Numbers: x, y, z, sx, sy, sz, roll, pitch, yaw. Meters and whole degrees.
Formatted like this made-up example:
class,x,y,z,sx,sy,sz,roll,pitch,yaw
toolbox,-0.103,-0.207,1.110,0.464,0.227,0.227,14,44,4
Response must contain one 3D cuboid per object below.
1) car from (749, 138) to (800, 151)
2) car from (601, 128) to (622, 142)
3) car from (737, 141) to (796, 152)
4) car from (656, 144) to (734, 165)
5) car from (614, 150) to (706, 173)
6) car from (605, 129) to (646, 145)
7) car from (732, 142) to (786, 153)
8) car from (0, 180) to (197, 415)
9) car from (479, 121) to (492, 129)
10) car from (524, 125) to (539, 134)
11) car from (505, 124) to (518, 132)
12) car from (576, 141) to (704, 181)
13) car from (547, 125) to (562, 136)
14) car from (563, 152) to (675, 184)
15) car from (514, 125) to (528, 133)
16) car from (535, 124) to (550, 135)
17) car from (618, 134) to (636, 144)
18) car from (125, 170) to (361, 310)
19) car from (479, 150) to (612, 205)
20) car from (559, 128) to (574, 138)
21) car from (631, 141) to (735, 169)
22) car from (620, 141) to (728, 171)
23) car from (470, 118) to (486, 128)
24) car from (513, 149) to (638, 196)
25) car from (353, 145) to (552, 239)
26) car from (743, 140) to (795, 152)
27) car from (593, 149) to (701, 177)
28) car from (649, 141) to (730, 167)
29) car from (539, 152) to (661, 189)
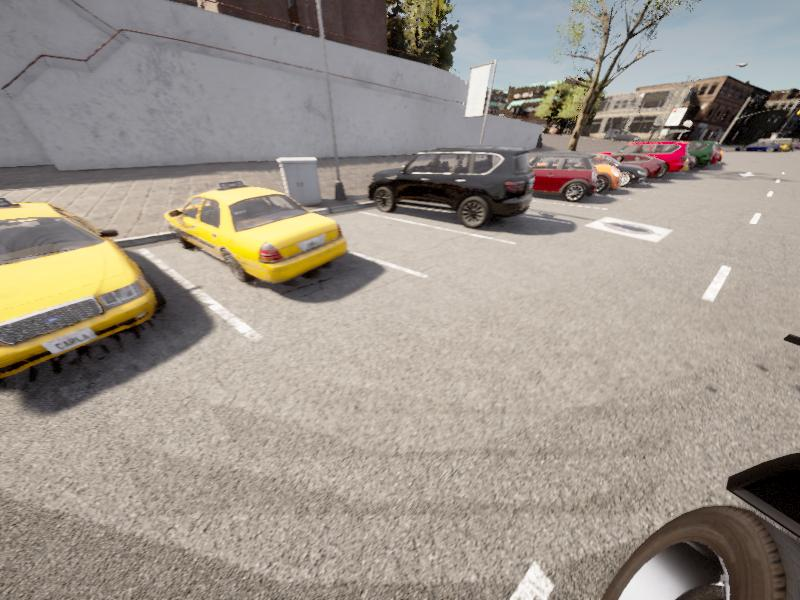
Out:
class,x,y,z,sx,sy,sz,roll,pitch,yaw
car,71.364,-29.667,44.201,4.442,1.987,1.878,26,42,33
car,44.573,-34.795,48.878,2.435,2.045,5.566,27,42,25
car,66.136,-27.775,41.888,5.366,1.575,1.946,25,42,33
car,31.099,-15.598,24.663,4.553,1.767,2.185,22,40,29
car,21.150,-11.580,19.182,4.674,1.452,2.002,21,40,29
car,40.303,-29.277,41.476,1.932,1.855,4.605,-20,45,-29
car,63.315,-27.058,40.939,4.792,1.488,2.163,25,42,32
car,-5.758,-0.690,3.602,5.366,1.575,1.946,21,40,29
car,25.863,-52.773,69.750,1.946,1.575,5.366,26,42,24
car,34.432,-44.560,60.402,1.946,1.575,5.366,27,42,25
car,30.901,-47.735,64.055,2.002,1.452,4.674,27,42,25
car,16.193,-9.869,16.216,5.566,2.045,2.435,21,40,28
car,37.689,-41.295,56.301,1.878,1.987,4.442,27,42,24
car,13.733,-8.654,14.963,4.792,1.488,2.163,21,40,29
car,32.622,-46.090,62.183,2.002,1.452,4.674,27,42,24
car,35.982,-42.946,58.181,1.878,1.987,4.442,27,42,25
car,46.242,-32.908,47.163,2.002,1.452,4.674,27,42,25
car,-3.608,-1.802,5.176,5.366,1.575,1.946,21,40,29
car,6.405,-5.805,10.620,4.553,1.767,2.185,21,40,29
car,39.428,-39.523,54.640,2.231,1.521,4.892,27,42,25
car,26.121,-13.772,21.820,5.566,2.045,2.435,21,40,29
car,23.593,-12.810,20.439,5.566,2.045,2.435,21,40,29
car,24.032,-54.507,71.314,2.435,2.045,5.566,27,42,24
car,8.816,-6.816,12.064,4.553,1.767,2.185,21,40,29
car,1.434,-3.945,7.763,5.566,2.045,2.435,21,40,29
car,68.607,-28.801,43.144,4.553,1.767,2.185,25,42,33
car,18.529,-10.697,17.842,5.366,1.575,1.946,21,40,29
car,28.675,-14.693,23.186,4.442,1.987,1.878,22,40,29
car,11.298,-7.689,13.532,4.892,1.521,2.231,21,40,29
